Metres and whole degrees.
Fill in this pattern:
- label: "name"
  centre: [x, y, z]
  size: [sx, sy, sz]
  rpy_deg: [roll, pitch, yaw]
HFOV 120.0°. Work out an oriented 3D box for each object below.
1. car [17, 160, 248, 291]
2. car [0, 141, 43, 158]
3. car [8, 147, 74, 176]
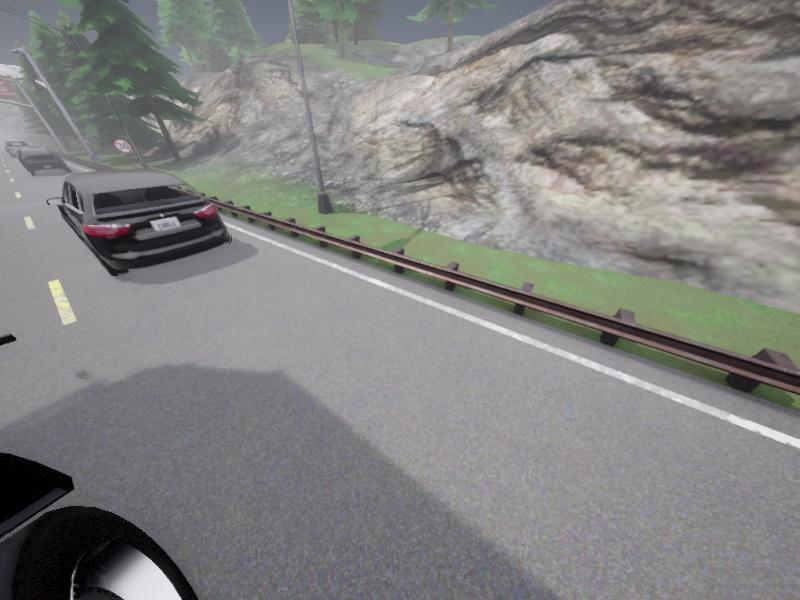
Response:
- label: "car"
  centre: [-6.219, -2.135, 5.437]
  size: [4.611, 1.667, 2.242]
  rpy_deg: [22, 41, 28]
- label: "car"
  centre: [-47.205, -18.777, 28.726]
  size: [4.611, 1.667, 2.242]
  rpy_deg: [22, 41, 28]
- label: "car"
  centre: [-26.132, -10.149, 16.802]
  size: [4.892, 1.490, 1.837]
  rpy_deg: [22, 41, 28]
